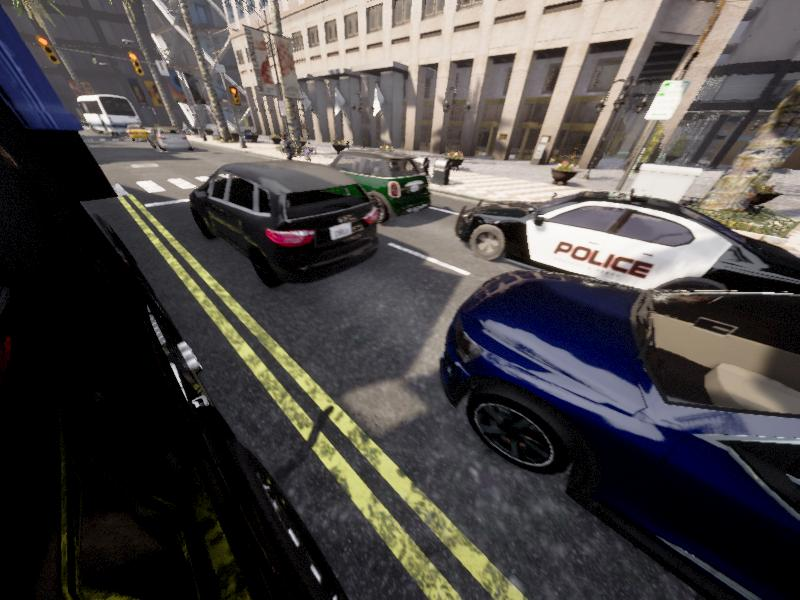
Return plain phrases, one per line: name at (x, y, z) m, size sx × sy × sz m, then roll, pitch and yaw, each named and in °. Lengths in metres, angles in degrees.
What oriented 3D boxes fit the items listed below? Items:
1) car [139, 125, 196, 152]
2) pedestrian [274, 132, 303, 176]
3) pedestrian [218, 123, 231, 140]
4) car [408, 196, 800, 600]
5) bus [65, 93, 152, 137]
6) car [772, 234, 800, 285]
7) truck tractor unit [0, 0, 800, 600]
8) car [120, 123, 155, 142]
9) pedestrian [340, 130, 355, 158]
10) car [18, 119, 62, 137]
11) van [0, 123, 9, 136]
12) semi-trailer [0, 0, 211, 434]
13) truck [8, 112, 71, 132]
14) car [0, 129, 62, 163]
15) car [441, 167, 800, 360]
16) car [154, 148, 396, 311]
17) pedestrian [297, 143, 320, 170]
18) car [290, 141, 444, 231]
car at (-20.384, -14.222, 20.279) m, size 4.611 × 1.667 × 2.242 m, roll 28°, pitch 43°, yaw 30°
pedestrian at (-5.812, -7.624, 12.085) m, size 0.751 × 1.860 × 0.751 m, roll -28°, pitch 46°, yaw -35°
pedestrian at (-24.515, -23.606, 32.314) m, size 0.751 × 1.860 × 0.751 m, roll 27°, pitch 43°, yaw 29°
car at (2.621, 0.883, 1.315) m, size 4.856 × 1.649 × 2.033 m, roll 28°, pitch 43°, yaw 30°
bus at (-40.221, -25.388, 31.944) m, size 10.273 × 4.253 × 3.944 m, roll 22°, pitch 40°, yaw 24°
car at (10.295, -0.133, 3.349) m, size 4.792 × 1.488 × 2.163 m, roll 28°, pitch 43°, yaw 30°
truck tractor unit at (-2.645, -0.295, 0.351) m, size 6.516 × 4.208 × 3.053 m, roll 28°, pitch 44°, yaw 30°
car at (-30.966, -19.787, 27.208) m, size 5.366 × 1.575 × 1.801 m, roll 31°, pitch 45°, yaw 33°
pedestrian at (-4.333, -12.984, 19.228) m, size 0.751 × 1.860 × 0.751 m, roll 26°, pitch 42°, yaw 28°
car at (-41.680, -19.920, 26.744) m, size 4.792 × 1.488 × 2.163 m, roll 26°, pitch 42°, yaw 28°
van at (-43.935, -18.609, 24.334) m, size 4.480 × 2.038 × 2.069 m, roll 26°, pitch 42°, yaw 28°
semi-trailer at (-9.418, -2.975, 3.367) m, size 14.254 × 4.402 × 2.717 m, roll 19°, pitch 39°, yaw 21°
truck at (-53.567, -26.513, 34.388) m, size 6.274 × 2.098 × 2.390 m, roll 12°, pitch 37°, yaw 13°
car at (-22.276, -8.400, 12.476) m, size 4.181 × 1.385 × 1.994 m, roll -1°, pitch 36°, yaw -5°
car at (3.561, -1.295, 4.426) m, size 4.974 × 1.542 × 2.038 m, roll 28°, pitch 43°, yaw 30°
car at (-2.575, -1.928, 4.752) m, size 4.611 × 1.667 × 2.242 m, roll 28°, pitch 43°, yaw 30°
pedestrian at (-5.547, -8.703, 14.047) m, size 0.751 × 1.300 × 0.751 m, roll 15°, pitch 38°, yaw 16°
car at (-1.203, -3.963, 7.511) m, size 4.553 × 1.767 × 2.097 m, roll 28°, pitch 43°, yaw 30°
